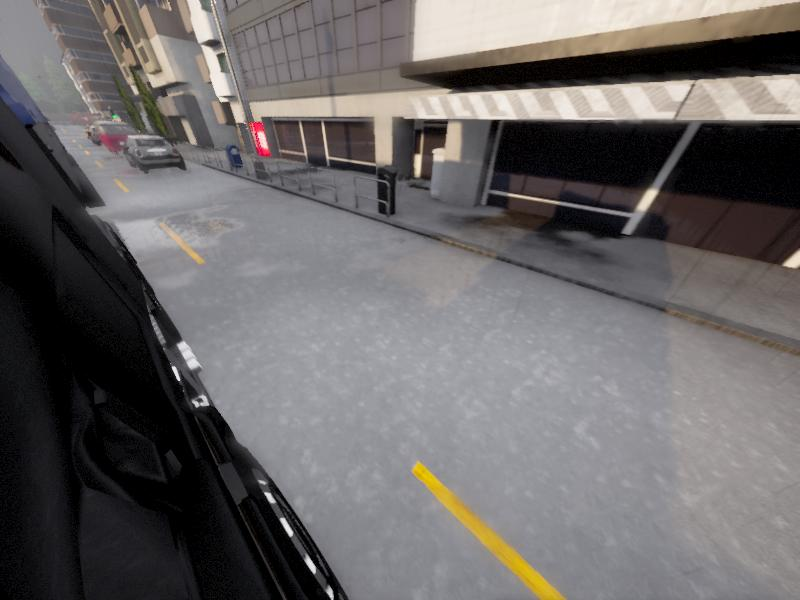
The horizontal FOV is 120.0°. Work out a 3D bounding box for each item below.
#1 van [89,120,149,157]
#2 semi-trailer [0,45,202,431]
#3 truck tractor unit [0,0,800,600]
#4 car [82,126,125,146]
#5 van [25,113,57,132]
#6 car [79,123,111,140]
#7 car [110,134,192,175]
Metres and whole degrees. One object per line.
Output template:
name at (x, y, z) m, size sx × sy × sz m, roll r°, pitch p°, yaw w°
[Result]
van at (-21.097, -12.161, 17.334) m, size 4.442 × 1.987 × 1.775 m, roll 28°, pitch 44°, yaw 30°
semi-trailer at (-8.713, -3.555, 4.271) m, size 14.254 × 4.402 × 2.717 m, roll 28°, pitch 44°, yaw 30°
truck tractor unit at (-2.645, -0.295, 0.351) m, size 6.516 × 4.208 × 3.053 m, roll 28°, pitch 44°, yaw 30°
car at (-29.994, -16.608, 23.346) m, size 3.806 × 1.475 × 1.970 m, roll 28°, pitch 44°, yaw 30°
van at (-64.549, -32.025, 41.622) m, size 5.915 × 2.561 × 1.988 m, roll 28°, pitch 44°, yaw 30°
car at (-38.140, -21.103, 28.943) m, size 5.366 × 1.575 × 1.801 m, roll 31°, pitch 46°, yaw 33°
car at (-13.288, -7.868, 12.335) m, size 3.806 × 1.475 × 1.970 m, roll 28°, pitch 44°, yaw 30°
